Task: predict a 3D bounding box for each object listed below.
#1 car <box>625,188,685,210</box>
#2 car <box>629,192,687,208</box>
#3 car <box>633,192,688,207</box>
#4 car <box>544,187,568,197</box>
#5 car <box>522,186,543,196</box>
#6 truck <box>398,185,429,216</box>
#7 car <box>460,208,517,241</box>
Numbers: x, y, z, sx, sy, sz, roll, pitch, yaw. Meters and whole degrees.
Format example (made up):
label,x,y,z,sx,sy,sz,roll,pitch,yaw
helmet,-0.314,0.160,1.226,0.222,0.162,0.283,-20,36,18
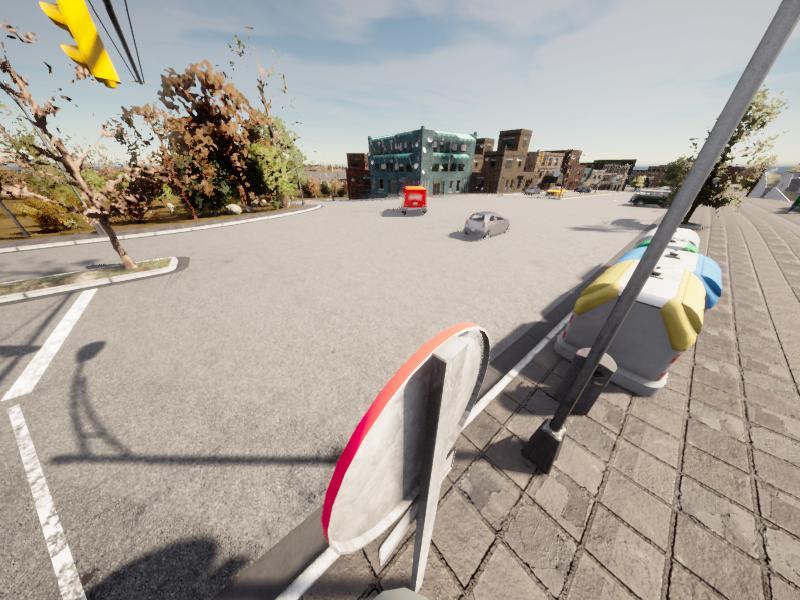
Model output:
label,x,y,z,sx,sy,sz,roll,pitch,yaw
car,32.099,-12.864,29.311,4.442,1.987,1.878,17,33,25
car,34.472,-13.468,31.109,4.674,1.452,2.002,17,32,25
car,36.754,-14.328,32.812,4.674,1.452,2.002,17,33,25
car,29.044,-20.186,42.979,5.008,1.535,1.882,-21,36,-35
car,24.734,-20.431,43.184,3.633,1.501,1.845,-21,36,-35
truck,1.325,-10.974,25.168,2.627,2.467,5.204,-2,30,-4
car,6.157,-5.332,16.027,3.633,1.501,1.845,-22,36,-35
